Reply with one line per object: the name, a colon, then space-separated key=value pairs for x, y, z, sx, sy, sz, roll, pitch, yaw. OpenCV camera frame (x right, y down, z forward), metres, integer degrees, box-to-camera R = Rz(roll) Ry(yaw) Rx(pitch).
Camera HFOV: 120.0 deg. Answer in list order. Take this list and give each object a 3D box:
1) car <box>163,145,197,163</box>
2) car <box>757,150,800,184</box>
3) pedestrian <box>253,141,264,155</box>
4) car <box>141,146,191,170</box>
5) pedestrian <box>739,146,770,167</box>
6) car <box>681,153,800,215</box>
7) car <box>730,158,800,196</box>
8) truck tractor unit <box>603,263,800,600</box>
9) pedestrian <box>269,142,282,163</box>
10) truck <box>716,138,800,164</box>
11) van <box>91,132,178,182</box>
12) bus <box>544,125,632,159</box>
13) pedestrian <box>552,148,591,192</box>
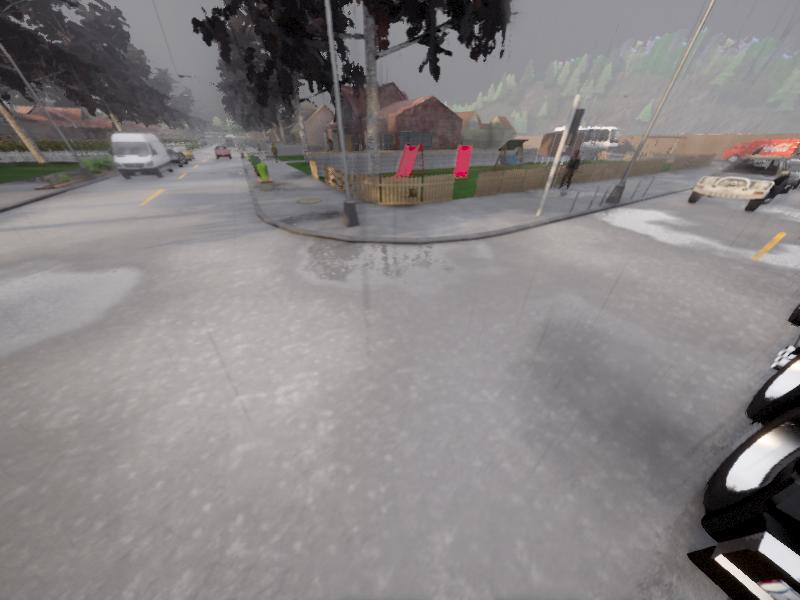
car: x=-25.750 y=-17.293 z=27.260 sx=1.801 sy=1.575 sz=5.366 roll=-18 pitch=39 yaw=-24
car: x=27.949 y=-9.345 z=16.164 sx=4.553 sy=1.767 sz=2.097 roll=-18 pitch=39 yaw=-24
pedestrian: x=-22.140 y=-23.850 z=36.260 sx=0.751 sy=1.860 sz=0.751 roll=25 pitch=41 yaw=31
car: x=-22.152 y=-13.748 z=22.158 sx=2.152 sy=1.651 sz=5.027 roll=-18 pitch=39 yaw=-24
pedestrian: x=36.351 y=-14.717 z=23.693 sx=0.751 sy=1.860 sz=0.751 roll=-9 pitch=36 yaw=-13
car: x=14.829 y=-5.129 z=9.895 sx=4.605 sy=1.855 sz=1.932 roll=-18 pitch=39 yaw=-24
car: x=21.655 y=-7.190 z=13.264 sx=4.892 sy=1.490 sz=1.837 roll=-18 pitch=39 yaw=-24
truck tractor unit: x=5.107 y=-0.304 z=0.794 sx=6.516 sy=4.208 sz=3.053 roll=-18 pitch=39 yaw=-24
pedestrian: x=-13.610 y=-16.095 z=25.185 sx=0.751 sy=1.860 sz=0.751 roll=-15 pitch=38 yaw=-21
truck: x=44.317 y=-18.315 z=28.565 sx=2.627 sy=2.467 sz=5.204 roll=-18 pitch=36 yaw=-24
van: x=-18.320 y=-10.316 z=16.463 sx=1.988 sy=2.561 sz=5.915 roll=-18 pitch=39 yaw=-24
bus: x=31.582 y=-27.234 z=39.788 sx=3.944 sy=4.253 sz=10.273 roll=-18 pitch=39 yaw=-24
pedestrian: x=8.689 y=-6.613 z=11.762 sx=0.751 sy=1.860 sz=0.751 roll=-18 pitch=39 yaw=-25
